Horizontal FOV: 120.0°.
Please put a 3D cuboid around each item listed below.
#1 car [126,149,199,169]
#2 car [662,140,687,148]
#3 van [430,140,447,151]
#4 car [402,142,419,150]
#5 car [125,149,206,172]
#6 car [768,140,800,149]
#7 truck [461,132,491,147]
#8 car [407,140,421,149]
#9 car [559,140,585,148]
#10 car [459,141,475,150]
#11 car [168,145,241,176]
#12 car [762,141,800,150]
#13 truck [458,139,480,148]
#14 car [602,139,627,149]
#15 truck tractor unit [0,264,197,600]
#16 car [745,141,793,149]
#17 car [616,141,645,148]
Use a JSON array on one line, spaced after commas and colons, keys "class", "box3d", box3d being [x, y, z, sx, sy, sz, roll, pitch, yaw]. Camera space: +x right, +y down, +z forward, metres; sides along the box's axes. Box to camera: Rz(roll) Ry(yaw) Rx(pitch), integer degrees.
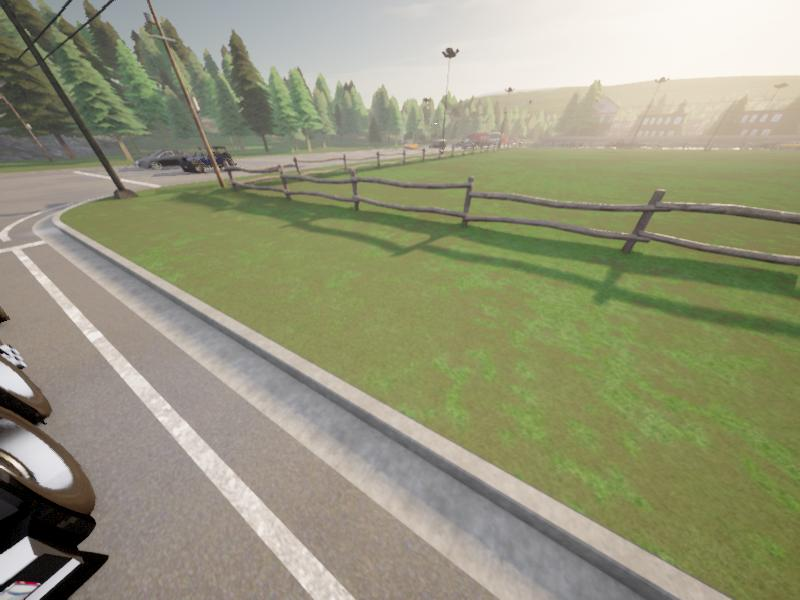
[{"class": "car", "box3d": [-24.728, -14.940, 24.302, 1.837, 1.490, 4.892, 18, 39, 24]}, {"class": "car", "box3d": [71.212, -40.563, 60.029, 3.633, 1.501, 1.845, 18, 39, 25]}, {"class": "van", "box3d": [8.930, -35.980, 53.633, 2.069, 2.038, 4.480, 19, 39, 25]}, {"class": "car", "box3d": [2.620, -37.529, 56.348, 1.882, 1.535, 5.008, 19, 39, 25]}, {"class": "car", "box3d": [-22.178, -13.473, 22.162, 2.128, 1.511, 4.902, 18, 39, 24]}, {"class": "car", "box3d": [84.915, -33.681, 50.077, 5.008, 1.535, 1.882, 18, 39, 25]}, {"class": "truck", "box3d": [23.791, -50.624, 72.896, 8.468, 3.827, 2.891, -14, 37, -18]}, {"class": "car", "box3d": [3.860, -42.680, 63.416, 1.932, 1.855, 4.605, 19, 39, 25]}, {"class": "car", "box3d": [46.212, -41.911, 62.128, 5.238, 1.638, 1.930, 18, 39, 25]}, {"class": "car", "box3d": [17.331, -39.671, 59.280, 2.242, 1.667, 4.611, 21, 40, 28]}, {"class": "car", "box3d": [-16.058, -11.717, 19.259, 1.905, 1.878, 3.866, 18, 39, 24]}, {"class": "car", "box3d": [78.411, -31.193, 46.571, 5.366, 1.575, 1.801, 18, 39, 25]}, {"class": "truck", "box3d": [20.666, -46.932, 69.148, 6.274, 2.098, 2.390, -20, 40, -26]}, {"class": "car", "box3d": [51.937, -37.784, 55.965, 3.866, 1.878, 1.905, 18, 39, 25]}, {"class": "truck tractor unit", "box3d": [-5.110, -0.303, 0.773, 6.516, 4.208, 3.053, 18, 39, 24]}, {"class": "car", "box3d": [79.025, -33.311, 49.602, 5.008, 1.535, 1.882, 18, 39, 25]}, {"class": "car", "box3d": [59.134, -39.931, 59.315, 4.792, 1.488, 2.163, 18, 39, 25]}]
